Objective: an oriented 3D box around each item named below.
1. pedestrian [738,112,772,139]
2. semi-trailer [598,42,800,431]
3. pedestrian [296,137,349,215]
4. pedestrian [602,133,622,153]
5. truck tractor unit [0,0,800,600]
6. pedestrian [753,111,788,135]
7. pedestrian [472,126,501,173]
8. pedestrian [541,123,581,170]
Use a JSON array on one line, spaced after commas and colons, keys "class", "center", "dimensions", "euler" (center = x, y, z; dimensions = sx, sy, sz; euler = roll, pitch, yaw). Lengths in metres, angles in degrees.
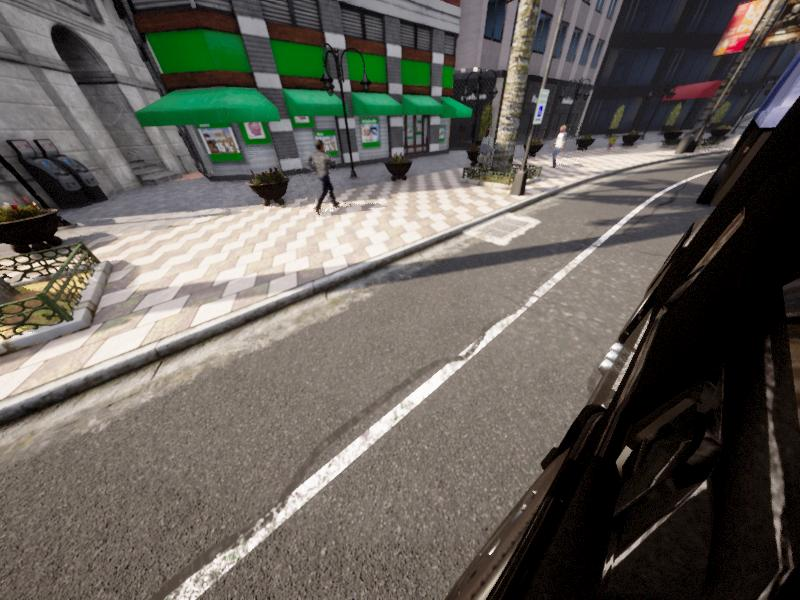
[{"class": "pedestrian", "center": [30.955, -15.228, 20.201], "dimensions": [0.751, 1.860, 0.751], "euler": [-32, 46, -33]}, {"class": "semi-trailer", "center": [8.685, -3.614, 4.240], "dimensions": [14.254, 4.402, 2.717], "euler": [-28, 44, -30]}, {"class": "pedestrian", "center": [-2.178, -3.564, 6.683], "dimensions": [0.751, 1.860, 0.751], "euler": [23, 44, 30]}, {"class": "pedestrian", "center": [14.690, -10.871, 16.027], "dimensions": [0.500, 1.100, 0.500], "euler": [-20, 40, -21]}, {"class": "truck tractor unit", "center": [2.645, -0.295, 0.351], "dimensions": [6.516, 4.208, 3.053], "euler": [-28, 44, -30]}, {"class": "pedestrian", "center": [36.676, -17.512, 22.909], "dimensions": [0.751, 1.860, 0.751], "euler": [7, 38, 13]}, {"class": "pedestrian", "center": [4.242, -7.453, 11.476], "dimensions": [0.751, 1.860, 0.751], "euler": [-24, 42, -26]}, {"class": "pedestrian", "center": [7.765, -7.445, 11.248], "dimensions": [0.751, 1.860, 0.751], "euler": [-7, 37, -5]}]
